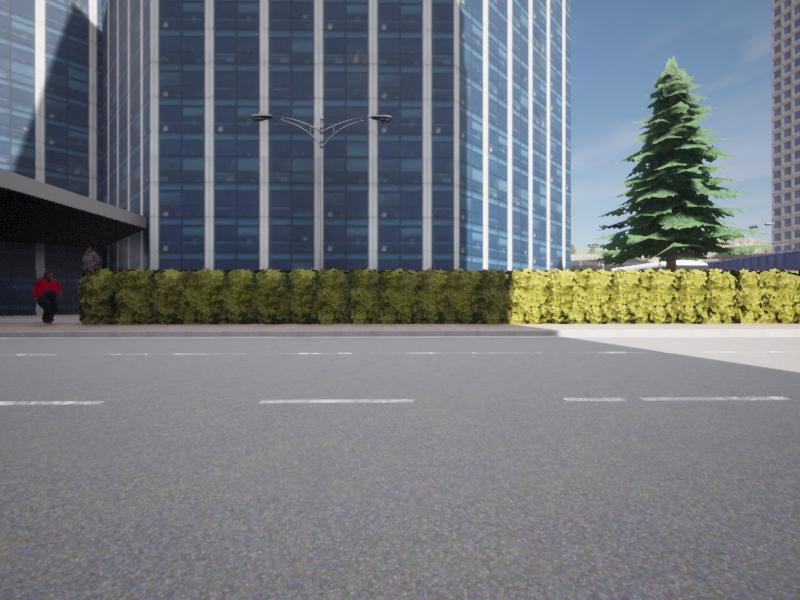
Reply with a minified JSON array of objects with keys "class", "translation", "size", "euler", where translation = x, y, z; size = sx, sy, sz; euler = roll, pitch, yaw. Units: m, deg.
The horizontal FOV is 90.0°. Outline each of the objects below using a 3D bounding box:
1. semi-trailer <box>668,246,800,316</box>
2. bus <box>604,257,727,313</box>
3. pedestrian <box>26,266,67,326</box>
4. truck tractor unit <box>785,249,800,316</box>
[{"class":"semi-trailer","translation":[26.611,-1.217,30.601],"size":[2.717,4.402,14.254],"euler":[0,0,1]},{"class":"bus","translation":[22.778,-1.133,35.456],"size":[3.944,4.253,10.273],"euler":[0,0,-1]},{"class":"pedestrian","translation":[-11.322,-0.115,12.832],"size":[0.751,1.860,0.751],"euler":[0,0,24]},{"class":"truck tractor unit","translation":[26.524,-1.122,22.690],"size":[3.053,4.208,6.516],"euler":[0,0,1]}]
